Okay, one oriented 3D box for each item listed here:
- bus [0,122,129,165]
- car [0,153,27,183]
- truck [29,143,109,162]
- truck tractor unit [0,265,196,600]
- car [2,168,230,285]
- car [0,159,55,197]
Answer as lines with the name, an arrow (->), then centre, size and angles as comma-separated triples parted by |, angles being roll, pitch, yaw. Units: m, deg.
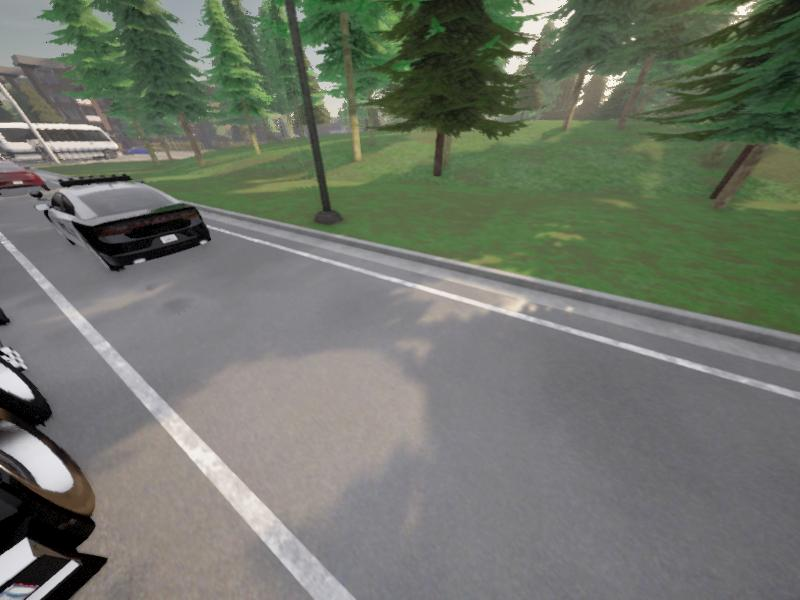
bus -> -46.468, -21.662, 31.909 | 3.944, 4.253, 10.273 | 18, 39, 24
car -> -29.273, -9.374, 16.349 | 5.238, 1.638, 1.930 | 18, 39, 24
truck -> -49.003, -22.124, 34.483 | 2.390, 2.098, 6.274 | 18, 39, 24
truck tractor unit -> -5.113, -0.296, 0.790 | 6.516, 4.208, 3.053 | 18, 38, 24
car -> -7.042, -2.163, 5.757 | 5.238, 1.638, 1.930 | 18, 39, 24
car -> -21.807, -6.866, 12.841 | 4.674, 1.442, 1.812 | 18, 39, 24
